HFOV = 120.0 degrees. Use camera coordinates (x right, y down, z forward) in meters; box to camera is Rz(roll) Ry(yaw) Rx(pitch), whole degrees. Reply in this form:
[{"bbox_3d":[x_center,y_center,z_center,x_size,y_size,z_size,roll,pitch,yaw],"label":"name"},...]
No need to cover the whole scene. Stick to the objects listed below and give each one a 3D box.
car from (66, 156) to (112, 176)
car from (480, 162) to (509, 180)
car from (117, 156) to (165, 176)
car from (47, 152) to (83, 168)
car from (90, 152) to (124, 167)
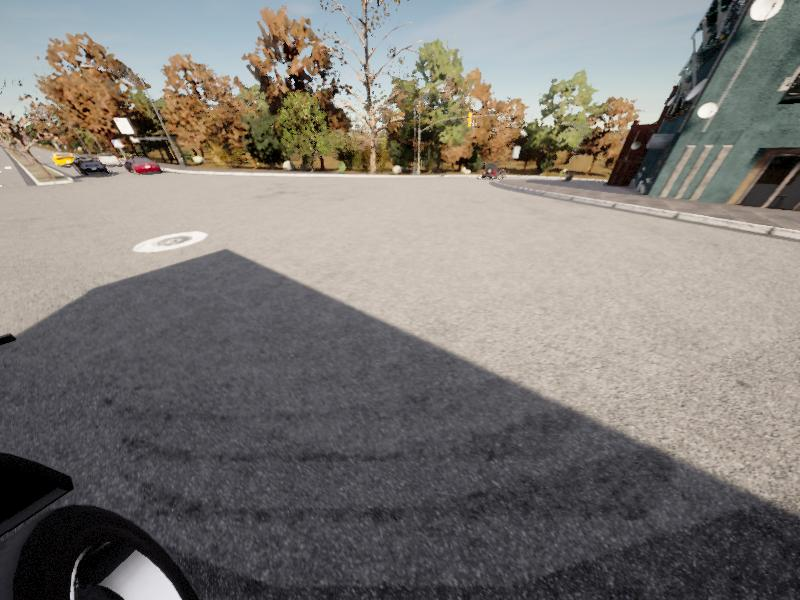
[{"bbox_3d":[-30.913,-13.363,22.938,4.193,1.474,1.816,21,41,28],"label":"car"},{"bbox_3d":[12.321,-16.696,30.027,1.905,1.878,3.866,25,37,33],"label":"car"},{"bbox_3d":[-25.736,-13.403,22.967,4.181,1.385,1.994,21,41,28],"label":"car"},{"bbox_3d":[-45.774,-19.162,31.538,5.008,1.535,1.882,21,41,28],"label":"car"},{"bbox_3d":[-38.420,-18.403,30.269,3.633,1.501,1.845,21,41,28],"label":"car"}]
